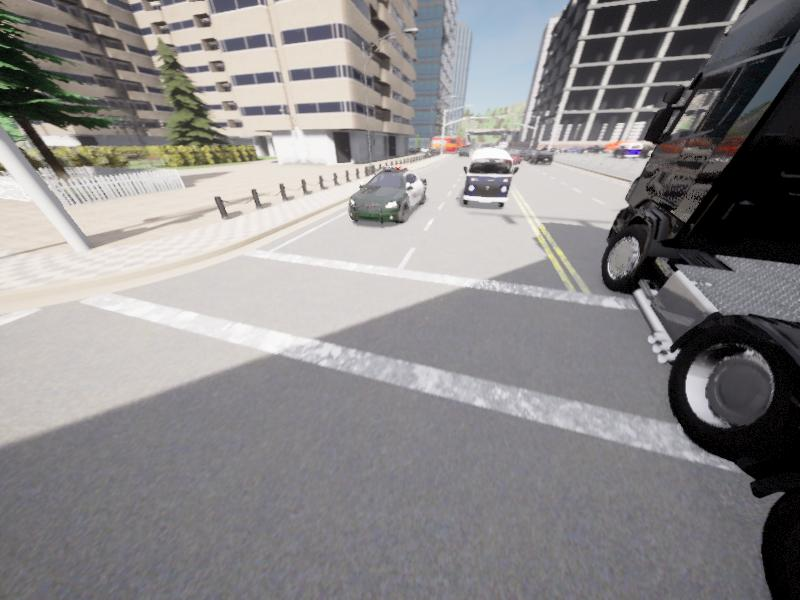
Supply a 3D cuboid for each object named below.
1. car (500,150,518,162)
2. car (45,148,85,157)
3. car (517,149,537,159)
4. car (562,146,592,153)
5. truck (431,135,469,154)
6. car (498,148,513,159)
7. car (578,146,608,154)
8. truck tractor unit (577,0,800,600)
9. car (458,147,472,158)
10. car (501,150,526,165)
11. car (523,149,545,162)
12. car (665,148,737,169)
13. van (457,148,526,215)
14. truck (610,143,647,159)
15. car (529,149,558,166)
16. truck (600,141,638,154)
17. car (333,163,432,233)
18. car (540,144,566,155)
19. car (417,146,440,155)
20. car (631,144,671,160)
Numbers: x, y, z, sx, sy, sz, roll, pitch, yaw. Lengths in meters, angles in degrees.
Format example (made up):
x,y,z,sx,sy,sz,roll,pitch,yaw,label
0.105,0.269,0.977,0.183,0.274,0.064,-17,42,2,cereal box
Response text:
x,y,z,sx,sy,sz,roll,pitch,yaw,label
16.394,-21.859,35.025,1.895,1.301,4.718,9,35,14,car
-77.173,-34.065,53.353,2.242,1.667,4.611,9,35,14,car
21.906,-25.424,40.148,2.033,1.411,5.357,9,35,14,car
42.989,-36.644,56.333,5.357,1.411,2.033,9,35,14,car
12.199,-38.460,57.155,8.468,3.827,2.891,6,35,8,truck
18.378,-25.682,40.505,1.812,1.442,4.674,9,35,14,car
44.157,-34.515,52.952,4.892,1.490,1.837,9,35,14,car
4.261,-0.744,1.432,3.053,4.208,6.516,15,37,21,truck tractor unit
12.258,-27.823,43.517,1.930,1.638,5.238,10,36,14,car
14.574,-18.499,29.927,2.163,1.488,4.792,9,35,14,car
19.827,-21.527,34.383,1.812,1.442,4.674,9,35,14,car
30.858,-14.761,23.998,2.242,1.667,4.611,9,35,14,car
3.985,-5.619,10.527,2.069,2.038,4.480,9,37,14,van
35.188,-23.092,35.757,2.069,2.038,4.478,9,35,14,truck
17.983,-18.071,29.226,1.882,1.535,5.008,9,35,14,car
51.088,-35.731,54.070,5.204,2.467,2.627,9,35,14,truck
-0.289,-4.247,9.009,2.038,1.542,4.974,10,36,14,car
32.818,-32.297,49.646,3.866,1.878,1.905,9,35,13,car
6.913,-36.132,55.768,4.974,1.542,2.038,11,36,15,car
37.980,-22.589,35.169,1.932,1.855,4.605,9,35,14,car
